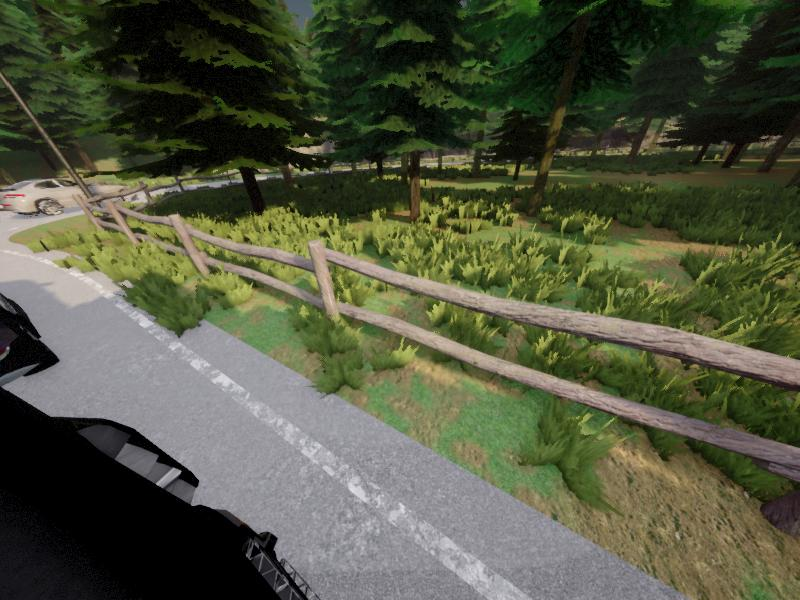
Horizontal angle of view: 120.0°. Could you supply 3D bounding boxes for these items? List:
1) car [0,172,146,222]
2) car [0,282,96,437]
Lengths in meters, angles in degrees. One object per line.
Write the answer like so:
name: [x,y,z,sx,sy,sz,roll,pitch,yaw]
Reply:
car: [-18.053,-5.829,12.678,2.152,1.651,5.027,5,34,12]
car: [-6.247,0.276,2.532,4.856,1.649,2.033,14,37,24]
